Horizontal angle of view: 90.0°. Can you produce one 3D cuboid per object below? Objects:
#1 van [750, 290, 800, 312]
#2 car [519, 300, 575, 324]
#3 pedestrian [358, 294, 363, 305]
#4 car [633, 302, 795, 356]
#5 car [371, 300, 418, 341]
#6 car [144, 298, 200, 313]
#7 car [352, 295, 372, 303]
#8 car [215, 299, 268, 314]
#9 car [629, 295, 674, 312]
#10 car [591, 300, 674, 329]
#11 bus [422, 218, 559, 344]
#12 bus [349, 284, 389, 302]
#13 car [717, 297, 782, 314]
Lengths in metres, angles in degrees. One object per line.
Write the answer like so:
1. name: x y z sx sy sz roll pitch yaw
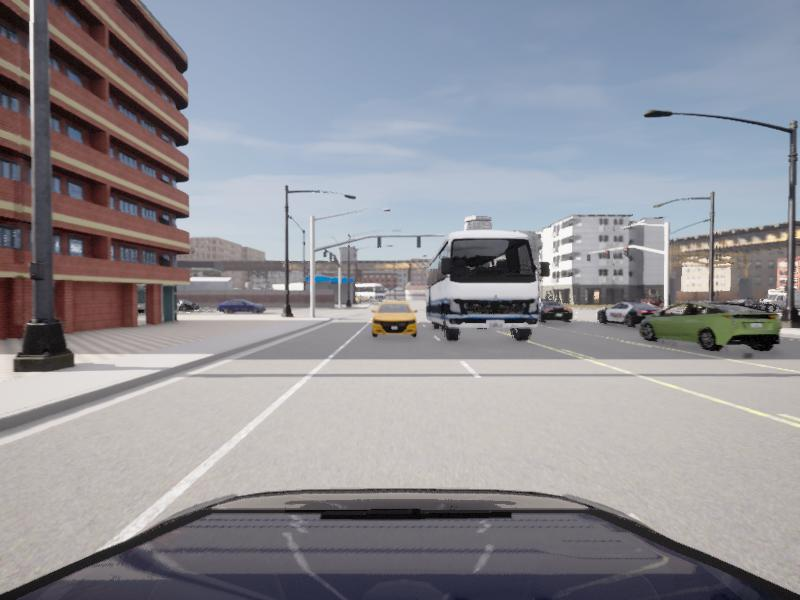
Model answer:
1. van: 44.389 0.115 45.947 6.366 2.431 2.351 0 1 0
2. car: 10.209 0.778 28.232 2.038 1.542 4.974 0 0 -1
3. pedestrian: -6.744 -0.172 67.979 0.751 1.860 0.751 0 1 -2
4. car: 10.289 0.833 13.690 2.007 1.525 4.514 0 0 0
5. car: -0.248 0.814 18.275 1.882 1.535 5.008 0 1 -1
6. car: -25.115 0.583 44.131 4.974 1.542 2.038 0 1 -2
7. car: -8.642 -0.232 90.670 1.801 1.575 5.366 -1 1 -39
8. car: -16.094 0.685 40.736 4.674 1.442 1.812 0 1 -3
9. car: 28.639 0.384 45.654 3.866 1.878 1.905 0 1 -1
10. car: 13.751 0.805 24.069 2.038 1.542 4.974 0 0 -1
11. bus: 3.337 -0.529 18.634 3.944 4.253 10.273 0 -1 -1
12. bus: -7.527 -1.665 94.924 3.944 4.253 10.273 -1 1 -42
13. car: 37.007 0.568 42.422 5.238 1.638 1.930 0 1 -2
